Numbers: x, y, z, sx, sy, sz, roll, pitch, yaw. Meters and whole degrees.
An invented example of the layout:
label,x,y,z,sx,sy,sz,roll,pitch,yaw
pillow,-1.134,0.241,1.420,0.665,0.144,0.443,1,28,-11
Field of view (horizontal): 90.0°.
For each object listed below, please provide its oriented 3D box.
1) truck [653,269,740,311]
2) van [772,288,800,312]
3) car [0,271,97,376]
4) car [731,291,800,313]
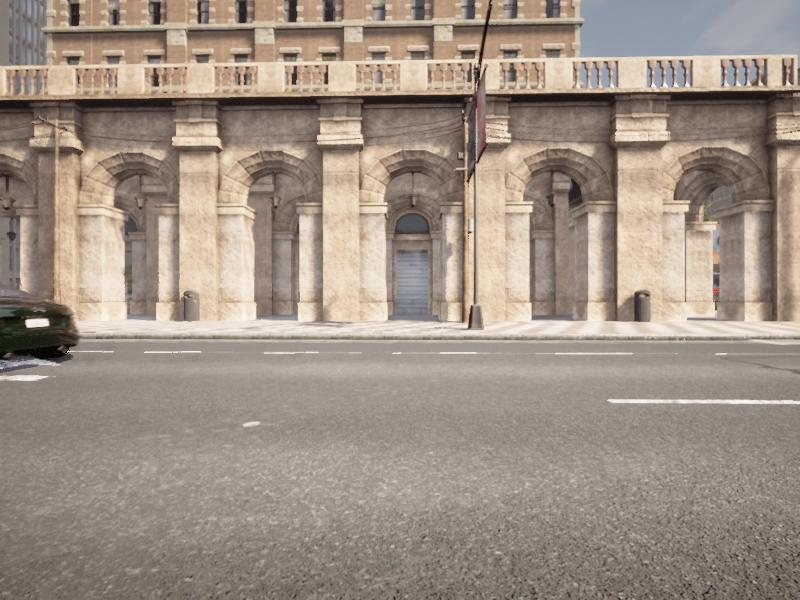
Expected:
label,x,y,z,sx,sy,sz,roll,pitch,yaw
truck,30.322,-0.923,41.492,2.891,3.827,8.468,0,0,2
van,33.603,-0.004,33.024,1.775,1.987,4.442,0,0,2
car,-7.333,0.308,5.952,4.181,1.385,1.994,0,0,2
car,30.094,0.175,32.734,2.033,1.649,4.856,0,0,2
